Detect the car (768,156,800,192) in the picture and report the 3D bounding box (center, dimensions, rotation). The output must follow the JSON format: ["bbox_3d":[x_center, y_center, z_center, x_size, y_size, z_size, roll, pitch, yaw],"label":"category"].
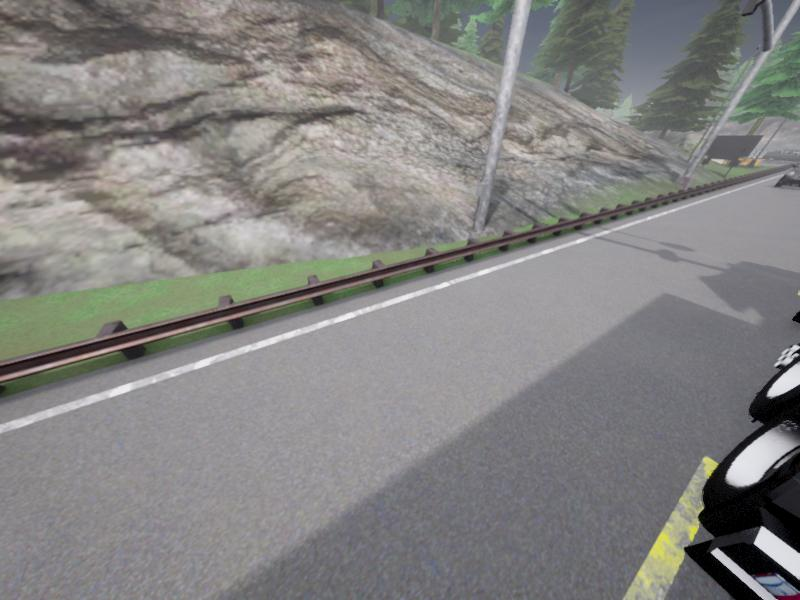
[{"bbox_3d":[23.753,-7.265,13.235,3.988,1.617,1.851,-18,39,-24],"label":"car"}]

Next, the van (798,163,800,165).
[{"bbox_3d":[53.674,-17.259,27.378,1.988,2.561,5.915,-18,39,-25],"label":"van"}]

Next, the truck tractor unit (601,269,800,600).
[{"bbox_3d":[5.116,-0.297,0.766,6.516,4.208,3.053,-18,39,-24],"label":"truck tractor unit"}]

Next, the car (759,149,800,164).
[{"bbox_3d":[54.502,-19.974,32.171,2.007,1.525,4.514,-18,39,-25],"label":"car"}]
